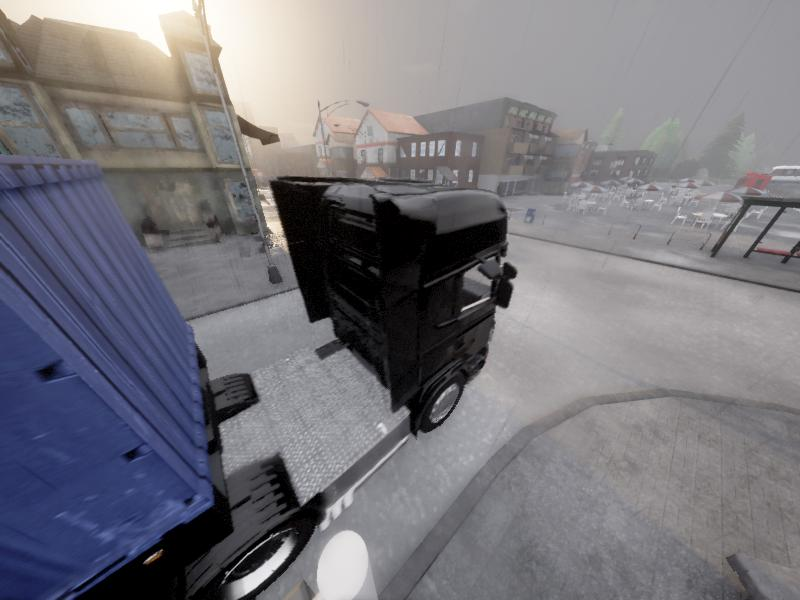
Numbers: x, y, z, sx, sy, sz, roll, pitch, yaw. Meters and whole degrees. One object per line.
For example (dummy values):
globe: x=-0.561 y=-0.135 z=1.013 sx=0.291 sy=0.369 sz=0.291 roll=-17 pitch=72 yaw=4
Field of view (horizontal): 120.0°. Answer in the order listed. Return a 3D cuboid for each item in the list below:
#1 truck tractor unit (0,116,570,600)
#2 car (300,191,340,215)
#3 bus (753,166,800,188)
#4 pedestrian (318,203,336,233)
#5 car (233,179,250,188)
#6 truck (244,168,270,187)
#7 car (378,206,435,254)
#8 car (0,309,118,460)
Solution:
truck tractor unit: x=-1.457 y=0.613 z=2.932 sx=6.516 sy=4.208 sz=3.053 roll=-24 pitch=38 yaw=-34
car: x=-8.443 y=-10.278 z=24.221 sx=2.097 sy=1.767 sz=4.553 roll=-23 pitch=37 yaw=-34
bus: x=88.169 y=-27.124 z=50.932 sx=3.944 sy=4.253 sz=10.273 roll=-23 pitch=37 yaw=-34
pedestrian: x=-5.016 y=-5.658 z=15.897 sx=0.751 sy=1.860 sz=0.751 roll=0 pitch=30 yaw=1
car: x=-36.852 y=-27.084 z=53.595 sx=2.038 sy=1.542 sz=4.974 roll=-23 pitch=37 yaw=-34
truck: x=-35.167 y=-30.194 z=56.678 sx=2.891 sy=3.827 sz=8.468 roll=-23 pitch=37 yaw=-34
car: x=0.208 y=-4.395 z=13.935 sx=1.905 sy=1.878 sz=3.866 roll=-11 pitch=32 yaw=-19
car: x=-7.719 y=1.831 z=3.564 sx=3.806 sy=1.475 sz=1.970 roll=-23 pitch=37 yaw=-34
